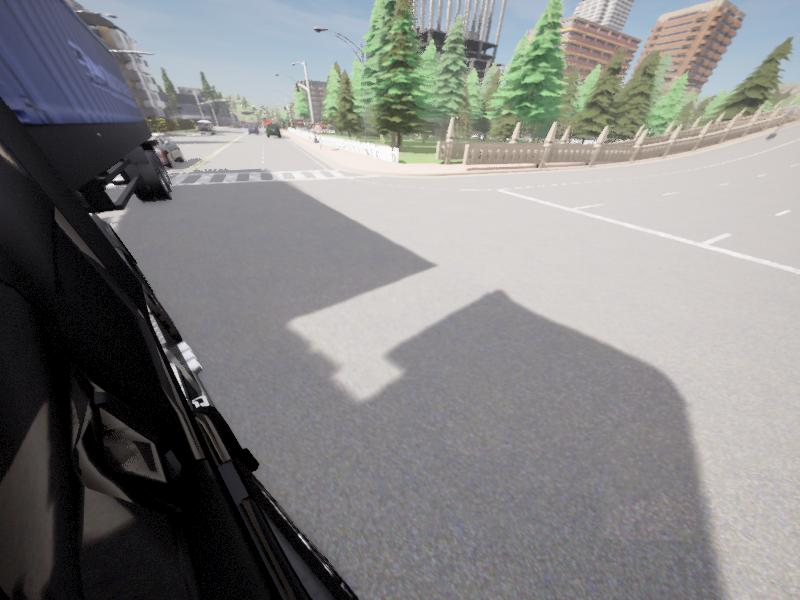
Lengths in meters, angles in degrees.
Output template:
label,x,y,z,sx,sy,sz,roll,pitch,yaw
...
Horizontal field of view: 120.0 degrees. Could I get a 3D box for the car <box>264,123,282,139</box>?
label,x,y,z,sx,sy,sz,roll,pitch,yaw
car,-22.462,-29.933,40.870,2.150,2.045,5.566,-14,40,-21

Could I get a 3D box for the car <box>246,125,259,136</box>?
label,x,y,z,sx,sy,sz,roll,pitch,yaw
car,-29.724,-34.275,46.691,1.789,1.549,3.705,-14,40,-21

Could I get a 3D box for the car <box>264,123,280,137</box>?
label,x,y,z,sx,sy,sz,roll,pitch,yaw
car,-25.555,-33.968,46.114,2.150,2.045,5.566,-14,40,-21

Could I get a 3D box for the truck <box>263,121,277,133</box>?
label,x,y,z,sx,sy,sz,roll,pitch,yaw
truck,-34.070,-45.280,60.465,2.627,2.467,5.204,-14,40,-21

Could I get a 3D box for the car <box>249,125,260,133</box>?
label,x,y,z,sx,sy,sz,roll,pitch,yaw
car,-35.349,-41.637,56.236,1.801,1.575,5.366,-14,40,-21

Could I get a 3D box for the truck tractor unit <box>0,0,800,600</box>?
label,x,y,z,sx,sy,sz,roll,pitch,yaw
truck tractor unit,-2.645,-0.295,0.351,6.516,4.208,3.053,28,44,30

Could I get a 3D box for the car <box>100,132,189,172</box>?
label,x,y,z,sx,sy,sz,roll,pitch,yaw
car,-13.553,-8.175,12.617,1.970,1.475,3.806,-14,40,-21

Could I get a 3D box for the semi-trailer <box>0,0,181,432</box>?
label,x,y,z,sx,sy,sz,roll,pitch,yaw
semi-trailer,-7.789,-4.082,4.975,2.717,4.402,14.254,-24,44,-30

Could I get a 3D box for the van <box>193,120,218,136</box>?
label,x,y,z,sx,sy,sz,roll,pitch,yaw
van,-33.919,-30.090,40.406,2.069,2.038,4.480,-14,40,-21
